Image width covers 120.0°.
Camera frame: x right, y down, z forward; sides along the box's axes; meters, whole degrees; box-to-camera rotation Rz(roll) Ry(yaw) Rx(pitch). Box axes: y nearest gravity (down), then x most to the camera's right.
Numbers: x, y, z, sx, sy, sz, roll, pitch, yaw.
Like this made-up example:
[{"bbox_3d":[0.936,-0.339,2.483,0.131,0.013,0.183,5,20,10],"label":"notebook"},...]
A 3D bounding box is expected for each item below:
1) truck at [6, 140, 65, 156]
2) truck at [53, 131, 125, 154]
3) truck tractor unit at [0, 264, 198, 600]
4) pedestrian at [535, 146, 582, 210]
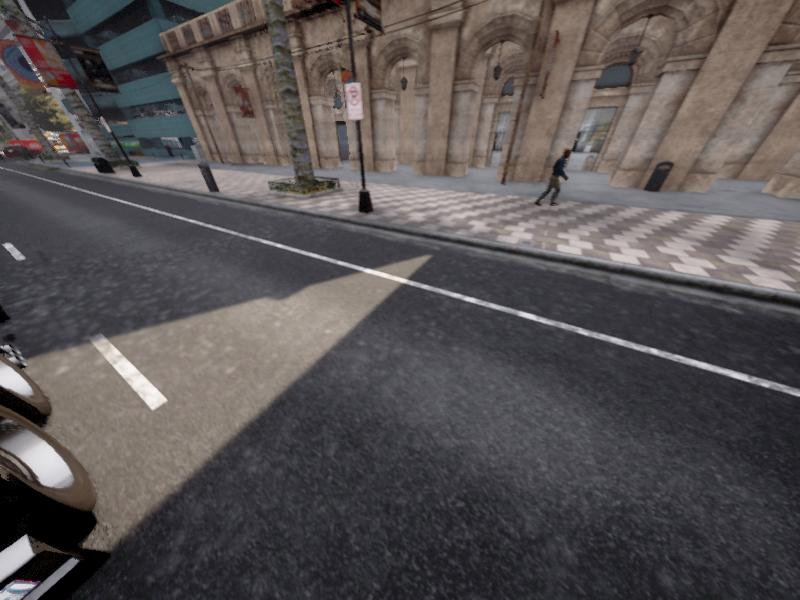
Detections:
[{"bbox_3d":[-69.137,-29.073,44.038,2.627,2.467,5.204,-6,35,-7],"label":"truck"},{"bbox_3d":[-66.287,-33.929,49.748,2.891,3.827,8.468,1,35,1],"label":"truck"},{"bbox_3d":[-5.118,-0.293,0.774,6.516,4.208,3.053,18,40,24],"label":"truck tractor unit"},{"bbox_3d":[5.419,-4.214,7.997,0.751,1.860,0.751,18,39,24],"label":"pedestrian"}]
